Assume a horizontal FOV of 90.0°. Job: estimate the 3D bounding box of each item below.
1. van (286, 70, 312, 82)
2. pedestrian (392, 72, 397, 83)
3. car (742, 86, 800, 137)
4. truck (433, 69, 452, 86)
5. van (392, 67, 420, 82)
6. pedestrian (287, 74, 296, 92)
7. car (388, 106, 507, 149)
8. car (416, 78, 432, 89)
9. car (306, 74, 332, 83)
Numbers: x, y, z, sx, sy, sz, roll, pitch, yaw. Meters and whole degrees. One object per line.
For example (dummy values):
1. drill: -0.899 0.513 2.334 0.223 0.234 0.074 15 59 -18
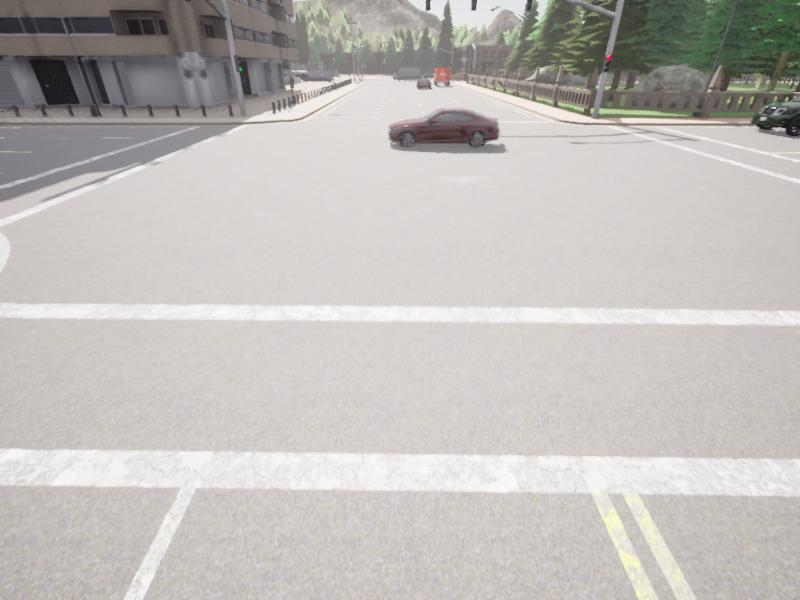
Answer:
1. van: -20.591 -45.757 81.778 4.480 2.038 2.069 0 30 0
2. pedestrian: -1.019 -41.672 74.965 0.751 1.860 0.751 1 30 1
3. car: 20.686 -9.180 19.451 5.566 2.045 2.150 1 30 2
4. truck: 7.009 -37.393 67.134 2.627 2.467 5.204 0 30 0
5. van: 1.285 -47.755 84.693 5.915 2.561 1.988 0 30 0
6. pedestrian: -13.035 -26.028 48.042 0.751 1.860 0.751 -4 31 -7
7. car: 1.862 -7.267 16.842 4.674 1.442 1.812 0 30 0
8. car: 3.505 -31.773 58.659 1.994 1.385 4.181 0 30 0
9. car: -15.855 -43.703 78.874 4.674 1.442 1.812 1 30 1
